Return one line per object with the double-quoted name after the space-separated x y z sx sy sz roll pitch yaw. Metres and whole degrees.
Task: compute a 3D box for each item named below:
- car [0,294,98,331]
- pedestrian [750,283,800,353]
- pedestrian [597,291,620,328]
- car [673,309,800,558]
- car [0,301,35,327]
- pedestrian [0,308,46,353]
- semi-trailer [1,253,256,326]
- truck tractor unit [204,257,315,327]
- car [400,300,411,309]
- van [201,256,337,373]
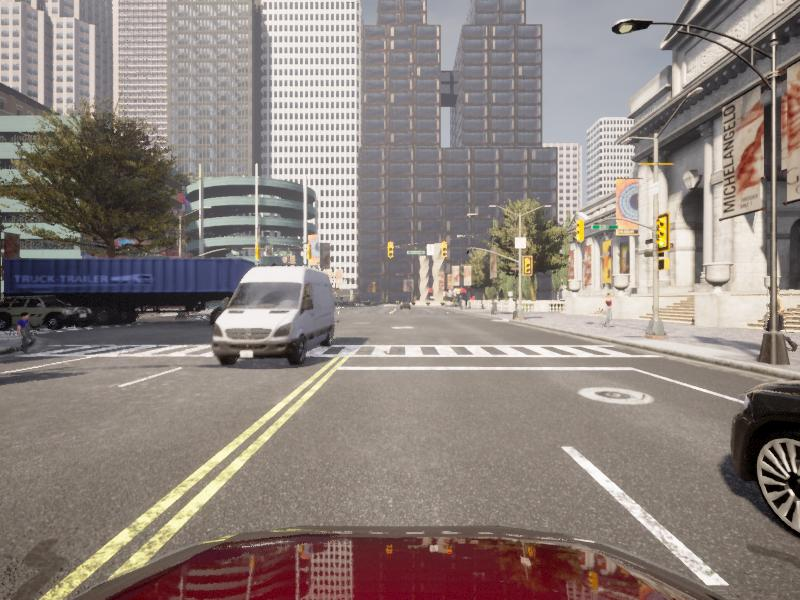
-19.260 0.655 21.562 4.605 1.855 1.932 -1 0 3 "car"
10.413 0.485 11.119 0.751 1.860 0.751 0 0 8 "pedestrian"
10.659 0.485 20.472 0.751 1.860 0.751 0 0 0 "pedestrian"
3.511 0.836 1.169 2.128 1.511 4.902 0 0 1 "car"
-26.294 0.858 25.158 4.792 1.488 2.163 0 1 4 "car"
-11.428 0.915 12.113 0.751 1.300 0.751 0 0 -5 "pedestrian"
-16.889 -0.617 25.707 14.254 4.402 2.717 0 0 -3 "semi-trailer"
-9.052 -0.525 26.489 6.516 4.208 3.053 0 0 -15 "truck tractor unit"
0.911 0.788 72.614 1.851 1.617 3.988 0 0 -1 "car"
-3.343 0.322 11.746 1.988 2.561 5.915 0 0 1 "van"
